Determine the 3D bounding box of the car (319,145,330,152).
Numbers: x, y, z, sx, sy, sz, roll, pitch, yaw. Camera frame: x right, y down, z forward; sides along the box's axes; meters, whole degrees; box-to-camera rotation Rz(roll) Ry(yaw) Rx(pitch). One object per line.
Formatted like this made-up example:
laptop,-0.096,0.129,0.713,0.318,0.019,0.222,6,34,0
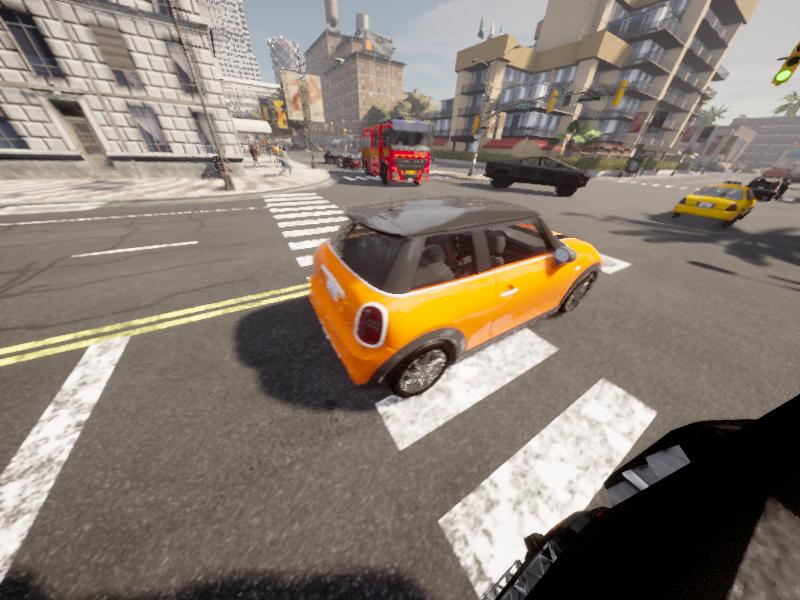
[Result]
car,-24.973,-50.083,76.319,2.152,1.651,5.027,-17,38,-27

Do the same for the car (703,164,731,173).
car,88.340,-36.780,64.517,2.150,2.045,5.566,18,36,21

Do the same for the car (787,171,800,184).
car,67.499,-20.303,38.456,4.611,1.667,2.242,-22,41,-33

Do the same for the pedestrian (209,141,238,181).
pedestrian,-9.815,-7.754,12.940,0.751,1.860,0.751,-16,38,-26

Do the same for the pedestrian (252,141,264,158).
pedestrian,-19.280,-20.445,31.404,0.751,1.860,0.751,-23,42,-34

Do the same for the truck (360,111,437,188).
truck,-0.659,-11.214,17.415,2.891,3.827,8.468,-9,35,-17

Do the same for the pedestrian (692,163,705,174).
pedestrian,60.775,-26.757,47.090,0.751,1.860,0.751,-19,39,-29

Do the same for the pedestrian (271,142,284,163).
pedestrian,-13.232,-15.904,25.001,0.751,1.860,0.751,-16,38,-26

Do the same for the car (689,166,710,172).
car,85.057,-37.280,65.686,1.895,1.301,4.718,18,36,21

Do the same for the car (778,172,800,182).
car,75.513,-23.647,44.264,1.994,1.385,4.181,29,41,34

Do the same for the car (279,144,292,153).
car,-28.173,-37.168,56.622,1.882,1.535,5.008,-17,38,-27

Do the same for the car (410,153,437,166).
car,3.733,-23.030,37.730,1.837,1.490,4.892,-17,38,-27

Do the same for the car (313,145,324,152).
car,-25.180,-46.580,71.043,1.801,1.575,5.366,-17,38,-27

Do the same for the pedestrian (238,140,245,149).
pedestrian,-38.495,-37.822,56.205,0.751,1.860,0.751,-9,35,-17

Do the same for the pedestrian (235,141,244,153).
pedestrian,-29.915,-28.535,43.098,0.751,1.860,0.751,-20,40,-30

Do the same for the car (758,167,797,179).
car,82.366,-27.854,50.562,2.150,2.045,5.566,23,38,28

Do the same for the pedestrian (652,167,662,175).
pedestrian,41.427,-20.751,37.213,0.500,1.100,0.500,-14,37,-24

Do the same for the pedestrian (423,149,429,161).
pedestrian,5.336,-29.441,46.895,0.751,1.860,0.751,-19,39,-30

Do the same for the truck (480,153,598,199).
truck,9.188,-8.629,15.825,6.274,2.098,2.390,23,38,27

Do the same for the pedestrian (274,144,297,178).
pedestrian,-7.622,-9.266,15.394,0.751,1.860,0.751,28,41,32

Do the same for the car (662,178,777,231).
car,14.536,-4.504,10.468,5.366,1.575,1.801,-16,38,-27

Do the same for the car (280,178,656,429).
car,1.085,-0.653,3.420,4.553,1.767,2.097,-17,38,-27

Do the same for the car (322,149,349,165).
car,-8.484,-18.631,30.141,1.837,1.490,4.892,-17,38,-27

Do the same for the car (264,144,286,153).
car,-27.485,-33.351,50.959,3.806,1.475,1.970,-7,35,-14

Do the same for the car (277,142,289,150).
car,-38.707,-51.001,76.275,2.150,2.045,5.566,-17,38,-27

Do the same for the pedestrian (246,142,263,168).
pedestrian,-12.329,-12.266,19.569,0.751,1.860,0.751,-16,38,-26

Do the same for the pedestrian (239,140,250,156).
pedestrian,-22.430,-21.861,33.304,0.751,1.860,0.751,-13,37,-23

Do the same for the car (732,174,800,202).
car,28.332,-8.715,17.870,3.988,1.617,1.851,-15,37,-25

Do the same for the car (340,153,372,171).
car,-4.898,-15.209,25.357,1.994,1.385,4.181,-15,38,-25

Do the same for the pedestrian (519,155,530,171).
pedestrian,16.811,-18.496,31.226,0.751,1.860,0.751,21,37,25

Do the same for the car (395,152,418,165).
car,1.002,-21.916,35.783,1.789,1.549,3.705,-17,38,-27
